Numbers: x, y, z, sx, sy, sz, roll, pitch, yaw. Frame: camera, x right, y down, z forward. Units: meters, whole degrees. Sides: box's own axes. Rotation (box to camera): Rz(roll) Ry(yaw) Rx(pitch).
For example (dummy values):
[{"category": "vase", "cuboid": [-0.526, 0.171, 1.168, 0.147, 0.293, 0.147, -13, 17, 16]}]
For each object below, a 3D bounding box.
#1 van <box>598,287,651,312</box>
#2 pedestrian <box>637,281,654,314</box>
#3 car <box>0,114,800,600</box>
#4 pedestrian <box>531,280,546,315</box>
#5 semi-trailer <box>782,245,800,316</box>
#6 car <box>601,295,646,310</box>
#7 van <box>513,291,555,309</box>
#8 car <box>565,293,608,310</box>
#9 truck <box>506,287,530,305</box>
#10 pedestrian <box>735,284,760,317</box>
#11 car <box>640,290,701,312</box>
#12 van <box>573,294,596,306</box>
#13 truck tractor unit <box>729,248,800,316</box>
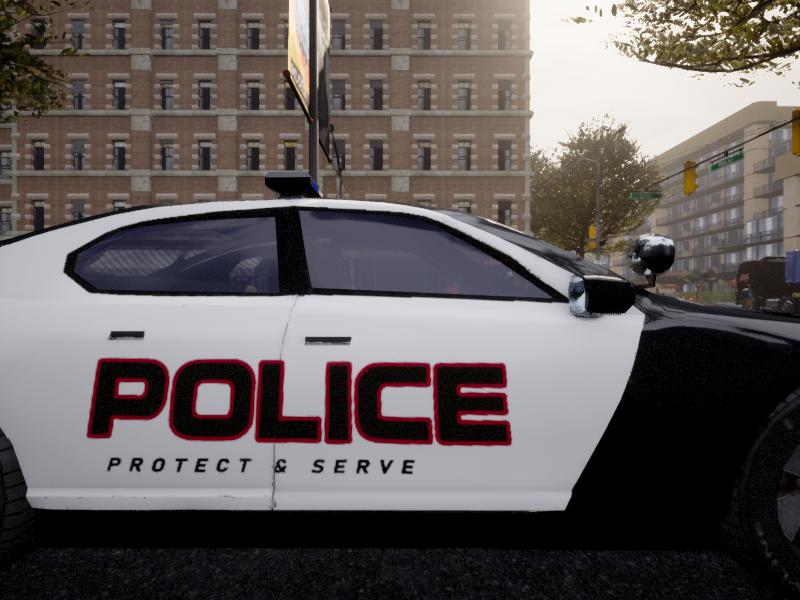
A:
[{"category": "van", "cuboid": [19.501, -0.029, 35.025, 2.069, 2.038, 4.480, 0, 0, 0]}, {"category": "pedestrian", "cuboid": [14.124, -0.115, 23.005, 0.751, 1.860, 0.751, 0, 0, 40]}, {"category": "car", "cuboid": [-0.057, 0.226, 2.190, 4.974, 1.542, 2.038, 0, 0, 0]}, {"category": "pedestrian", "cuboid": [7.472, -0.115, 21.525, 0.751, 1.860, 0.751, 0, 0, 19]}, {"category": "semi-trailer", "cuboid": [25.096, -1.225, 19.300, 2.717, 4.402, 14.254, 1, 0, 13]}, {"category": "car", "cuboid": [22.968, 0.244, 41.298, 1.837, 1.490, 4.892, 0, 0, 0]}, {"category": "van", "cuboid": [15.893, -0.002, 47.523, 4.442, 1.987, 1.775, 0, 0, 38]}, {"category": "car", "cuboid": [19.468, 0.180, 41.974, 2.152, 1.651, 5.027, 0, 0, 0]}, {"category": "truck", "cuboid": [26.220, -0.921, 89.240, 2.891, 3.827, 8.468, 0, 0, 0]}, {"category": "pedestrian", "cuboid": [19.609, 0.037, 22.594, 0.751, 1.860, 0.751, 0, 0, 9]}, {"category": "car", "cuboid": [23.006, 0.094, 34.242, 2.097, 1.767, 4.553, 0, 0, 0]}, {"category": "van", "cuboid": [29.845, -0.002, 64.827, 1.775, 1.987, 4.442, 0, 0, 0]}, {"category": "truck tractor unit", "cuboid": [26.478, -1.124, 27.061, 3.053, 4.208, 6.516, 0, 0, 1]}]
